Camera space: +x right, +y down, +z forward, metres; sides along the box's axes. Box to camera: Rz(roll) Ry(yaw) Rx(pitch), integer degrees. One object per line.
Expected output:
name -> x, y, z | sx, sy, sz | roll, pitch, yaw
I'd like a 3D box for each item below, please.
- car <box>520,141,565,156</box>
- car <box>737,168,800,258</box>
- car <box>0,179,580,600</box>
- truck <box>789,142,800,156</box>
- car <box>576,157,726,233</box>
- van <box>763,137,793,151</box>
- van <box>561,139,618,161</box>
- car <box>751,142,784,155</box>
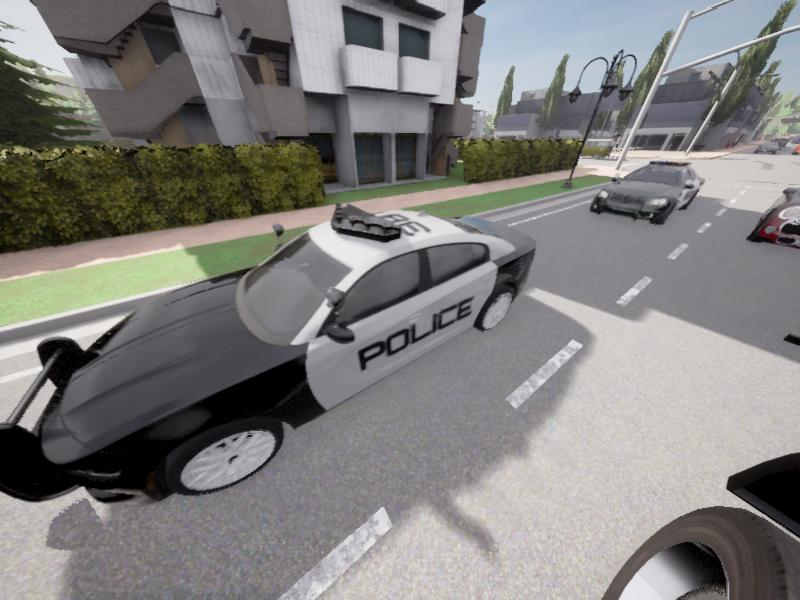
car -> 20.724, -22.196, 33.824 | 2.033, 1.649, 4.856 | -23, 41, -28
car -> 10.534, -2.122, 5.557 | 3.806, 1.475, 1.970 | -22, 41, -28
car -> -0.505, -0.162, 2.718 | 5.238, 1.638, 1.930 | -22, 41, -28
truck -> 54.838, -20.545, 30.490 | 5.204, 2.467, 2.627 | -22, 41, -28
car -> 8.692, -3.858, 7.985 | 4.974, 1.542, 2.038 | -22, 41, -28
van -> 69.491, -28.786, 42.448 | 4.480, 2.038, 2.069 | -22, 41, -28
van -> 22.247, -17.857, 27.347 | 1.775, 1.987, 4.442 | -24, 42, -30
car -> 52.136, -21.485, 32.733 | 4.674, 1.442, 1.812 | -22, 41, -28
